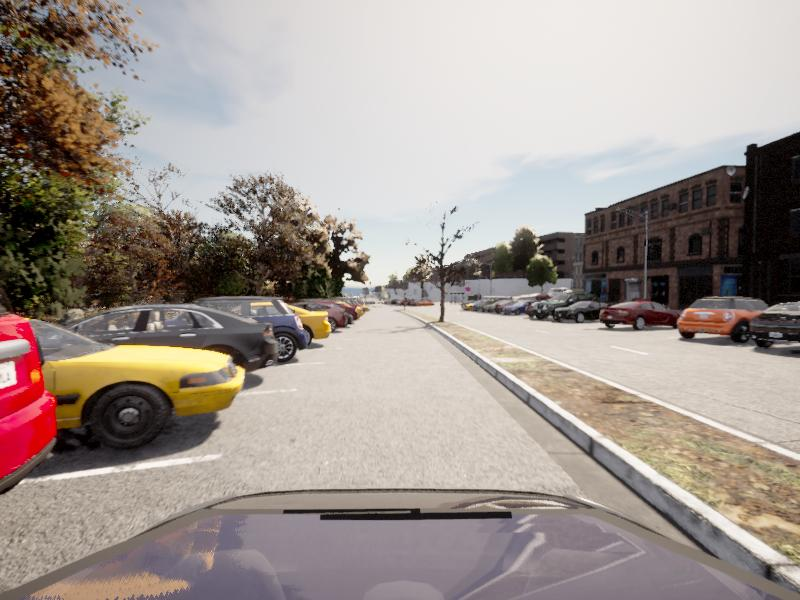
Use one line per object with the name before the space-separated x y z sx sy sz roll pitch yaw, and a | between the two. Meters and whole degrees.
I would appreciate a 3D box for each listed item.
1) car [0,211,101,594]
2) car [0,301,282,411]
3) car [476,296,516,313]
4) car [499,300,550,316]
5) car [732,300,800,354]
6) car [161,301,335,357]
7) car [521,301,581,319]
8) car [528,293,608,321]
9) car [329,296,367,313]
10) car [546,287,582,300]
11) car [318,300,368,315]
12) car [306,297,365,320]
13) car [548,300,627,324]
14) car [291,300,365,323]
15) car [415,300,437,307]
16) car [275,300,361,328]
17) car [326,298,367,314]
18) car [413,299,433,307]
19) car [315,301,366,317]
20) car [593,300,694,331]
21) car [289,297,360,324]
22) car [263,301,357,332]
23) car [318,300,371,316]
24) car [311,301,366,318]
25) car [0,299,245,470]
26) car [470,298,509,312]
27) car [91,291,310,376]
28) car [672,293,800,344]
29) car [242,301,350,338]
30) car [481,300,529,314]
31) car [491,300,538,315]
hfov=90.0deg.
car | -4.838 0.577 1.407 5.566 2.045 2.435 -1 0 -20
car | -4.808 0.825 7.361 4.892 1.521 2.231 -1 0 -20
car | 11.698 0.528 48.818 4.442 1.987 1.878 1 0 -25
car | 12.436 0.804 39.828 4.674 1.452 2.002 1 0 -24
car | 13.356 0.795 12.656 4.892 1.521 2.231 1 0 -21
car | -4.854 0.821 13.294 5.008 1.535 2.097 -1 0 -20
car | 12.763 0.810 33.799 4.674 1.452 2.002 1 0 -23
car | 12.886 0.522 30.762 5.566 2.045 2.435 1 0 -23
car | -6.716 0.578 51.788 4.442 1.987 1.878 -1 0 -25
car | 28.828 -1.123 70.492 2.435 2.045 5.566 -7 4 -30
car | -6.494 0.807 45.759 5.366 1.575 1.946 -1 0 -24
car | -5.519 0.686 34.026 4.553 1.767 2.185 -1 0 -23
car | 13.035 0.777 27.757 5.008 1.535 2.097 1 0 -22
car | -5.567 0.813 30.985 5.366 1.575 1.946 -1 0 -22
car | 6.202 0.794 95.408 4.553 1.767 2.185 0 0 -30
car | -5.142 0.815 25.141 5.008 1.535 2.097 -1 0 -22
car | -6.532 0.680 48.800 4.553 1.767 2.185 -1 0 -24
car | 5.616 0.686 98.327 4.442 1.987 1.878 0 0 -30
car | -5.898 0.850 39.928 4.674 1.452 2.002 -1 0 -24
car | 13.212 0.784 21.722 5.008 1.535 2.097 1 0 -22
car | -5.296 0.690 28.093 4.553 1.767 2.185 -1 0 -22
car | -5.023 0.846 22.198 4.792 1.488 2.163 -1 0 -21
car | -5.938 0.803 42.962 5.366 1.575 1.946 -1 0 -24
car | -5.710 0.851 36.973 4.674 1.452 2.002 -1 0 -23
car | -4.635 0.820 4.459 5.366 1.575 1.946 -1 0 -20
car | 11.583 0.627 51.891 4.553 1.767 2.185 1 0 -25
car | -4.805 0.697 10.338 4.553 1.767 2.185 -1 0 -20
car | 13.311 0.665 15.676 4.553 1.767 2.185 1 0 -21
car | -5.001 0.848 19.204 4.792 1.488 2.163 -1 0 -21
car | 12.036 0.759 45.858 4.892 1.521 2.231 1 0 -24
car | 12.235 0.801 42.846 4.674 1.452 2.002 1 0 -24
